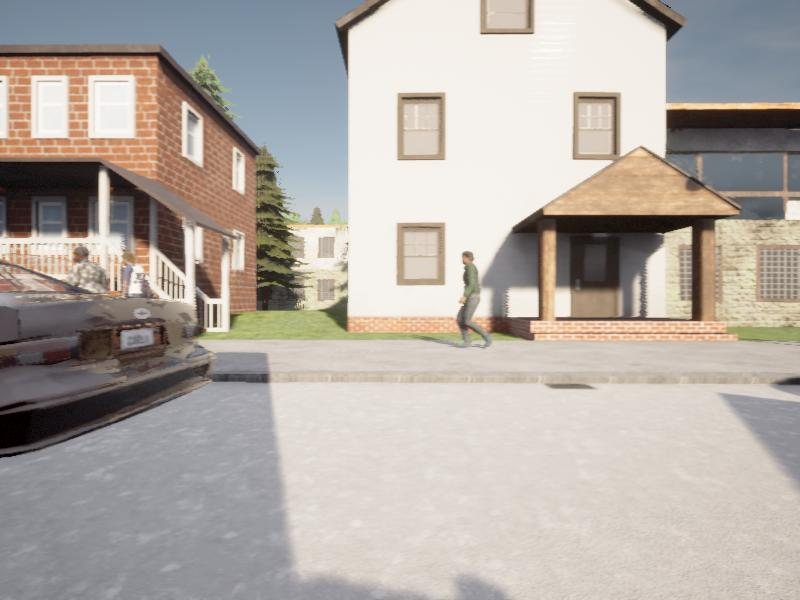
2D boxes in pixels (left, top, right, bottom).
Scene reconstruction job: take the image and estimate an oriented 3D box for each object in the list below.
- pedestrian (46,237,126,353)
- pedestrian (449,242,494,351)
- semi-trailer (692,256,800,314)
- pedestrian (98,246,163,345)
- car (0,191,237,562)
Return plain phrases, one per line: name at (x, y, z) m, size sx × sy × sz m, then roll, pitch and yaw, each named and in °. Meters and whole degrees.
pedestrian at (-5.327, -0.078, 6.827) m, size 0.751 × 1.860 × 0.751 m, roll 0°, pitch 0°, yaw 6°
pedestrian at (1.287, -0.067, 7.266) m, size 0.751 × 1.860 × 0.751 m, roll 0°, pitch 0°, yaw 9°
semi-trailer at (31.697, -1.170, 34.448) m, size 2.717 × 4.402 × 14.254 m, roll 0°, pitch 0°, yaw 0°
pedestrian at (-5.330, -0.078, 7.949) m, size 0.751 × 1.860 × 0.751 m, roll 0°, pitch 0°, yaw 7°
car at (-4.154, 0.286, 2.623) m, size 5.357 × 1.411 × 2.033 m, roll 0°, pitch 0°, yaw 2°
